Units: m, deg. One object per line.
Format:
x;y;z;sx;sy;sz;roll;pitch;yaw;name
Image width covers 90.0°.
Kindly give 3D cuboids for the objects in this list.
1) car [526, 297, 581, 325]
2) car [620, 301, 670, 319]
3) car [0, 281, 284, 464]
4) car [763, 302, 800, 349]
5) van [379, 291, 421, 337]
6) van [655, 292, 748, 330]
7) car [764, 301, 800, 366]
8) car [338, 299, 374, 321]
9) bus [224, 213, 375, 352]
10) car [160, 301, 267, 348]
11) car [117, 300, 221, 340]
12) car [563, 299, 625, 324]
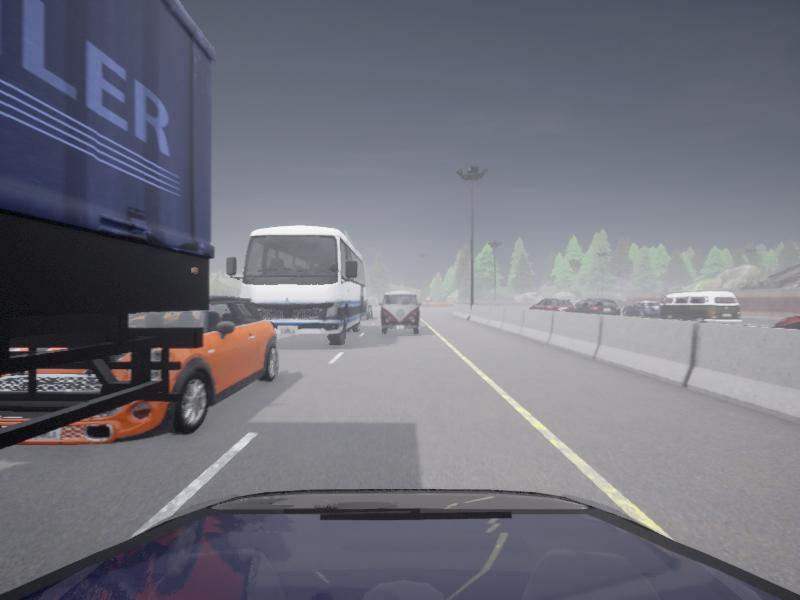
10.502;0.694;27.838;2.097;1.767;4.553;0;0;0;car
21.021;0.852;34.532;1.970;1.475;3.806;0;0;0;car
-3.477;0.696;6.140;2.097;1.767;4.553;0;0;-1;car
14.001;0.828;12.071;2.007;1.525;4.514;0;0;0;car
0.008;0.598;19.390;1.775;1.987;4.442;0;0;0;van
17.500;0.570;23.572;2.069;2.038;4.480;0;0;0;van
10.502;0.817;8.710;1.789;1.549;3.705;0;0;0;car
-3.413;0.755;32.023;2.242;1.667;4.611;0;0;1;car
-3.378;-0.534;17.324;3.944;4.253;10.273;0;0;0;bus
-6.999;0.822;15.716;1.882;1.535;5.008;0;0;0;car
-10.499;0.800;18.774;1.801;1.575;5.366;0;0;0;car
14.001;0.755;29.208;2.242;1.667;4.611;0;0;0;car
